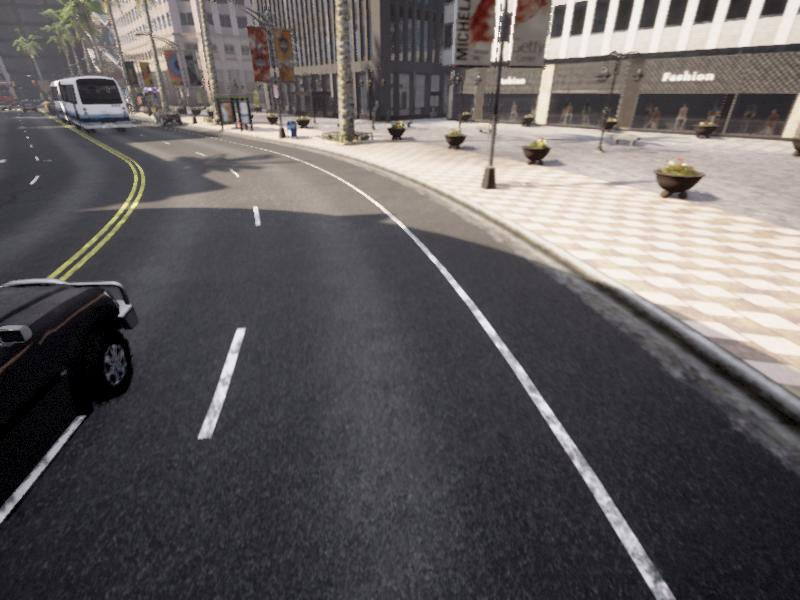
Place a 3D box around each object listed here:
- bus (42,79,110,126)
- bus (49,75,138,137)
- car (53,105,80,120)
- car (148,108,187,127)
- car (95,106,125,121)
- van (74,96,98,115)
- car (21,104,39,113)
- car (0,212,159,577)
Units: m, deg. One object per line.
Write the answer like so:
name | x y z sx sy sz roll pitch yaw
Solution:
bus | -36.282 -22.039 44.594 3.944 4.253 10.273 -22 34 -36
bus | -27.226 -17.270 35.372 3.944 4.253 10.273 -22 35 -36
car | -46.978 -26.479 56.364 2.152 1.651 5.027 -22 34 -36
car | -24.708 -19.426 42.469 2.231 1.521 4.892 -22 34 -36
car | -36.661 -23.573 50.511 2.038 1.542 4.974 -22 34 -36
van | -51.067 -31.669 65.044 1.988 2.561 5.915 -21 34 -35
car | -65.418 -33.932 70.751 1.994 1.385 4.181 -21 34 -35
car | -3.817 0.969 2.665 1.932 1.855 4.605 -3 28 -6
